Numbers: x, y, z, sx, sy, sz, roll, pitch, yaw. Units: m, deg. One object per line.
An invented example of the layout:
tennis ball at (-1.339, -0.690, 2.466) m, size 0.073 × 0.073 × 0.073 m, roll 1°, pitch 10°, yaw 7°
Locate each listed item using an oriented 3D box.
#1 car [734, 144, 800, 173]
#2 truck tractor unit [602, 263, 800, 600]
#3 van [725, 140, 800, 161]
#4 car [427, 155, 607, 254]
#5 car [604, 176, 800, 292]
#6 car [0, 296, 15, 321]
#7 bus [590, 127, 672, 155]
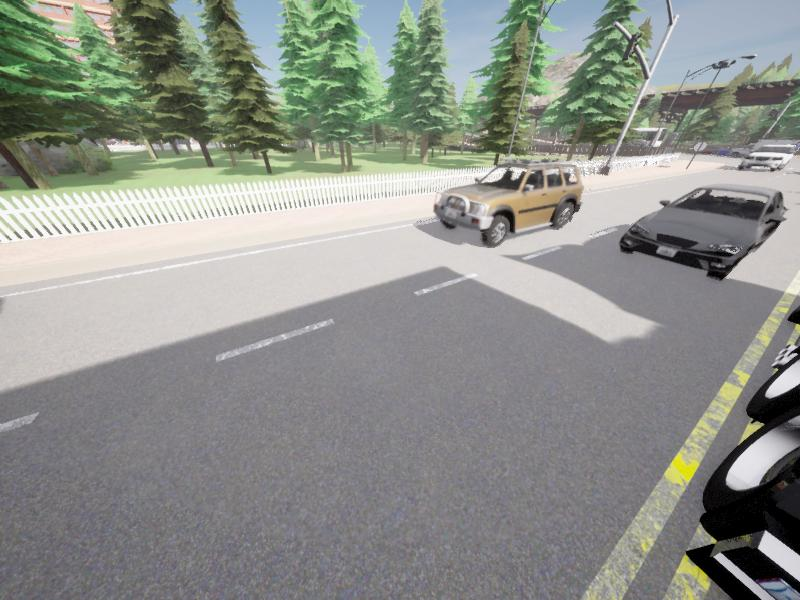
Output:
car at (33.884, -13.053, 21.219) m, size 5.566 × 2.045 × 2.150 m, roll -18°, pitch 39°, yaw -25°
truck tractor unit at (5.109, -0.303, 0.783) m, size 6.516 × 4.208 × 3.053 m, roll -18°, pitch 39°, yaw -24°
van at (55.690, -22.995, 35.331) m, size 2.351 × 2.431 × 6.366 m, roll -20°, pitch 40°, yaw -27°
car at (3.304, -3.016, 6.710) m, size 4.605 × 1.855 × 1.932 m, roll -18°, pitch 39°, yaw -24°
car at (7.174, -1.801, 5.350) m, size 4.193 × 1.474 × 1.816 m, roll -18°, pitch 39°, yaw -24°
car at (-7.758, 0.755, 1.559) m, size 4.792 × 1.488 × 2.163 m, roll -18°, pitch 39°, yaw -24°
bus at (46.341, -32.380, 47.076) m, size 3.944 × 4.253 × 10.273 m, roll -19°, pitch 40°, yaw -26°
